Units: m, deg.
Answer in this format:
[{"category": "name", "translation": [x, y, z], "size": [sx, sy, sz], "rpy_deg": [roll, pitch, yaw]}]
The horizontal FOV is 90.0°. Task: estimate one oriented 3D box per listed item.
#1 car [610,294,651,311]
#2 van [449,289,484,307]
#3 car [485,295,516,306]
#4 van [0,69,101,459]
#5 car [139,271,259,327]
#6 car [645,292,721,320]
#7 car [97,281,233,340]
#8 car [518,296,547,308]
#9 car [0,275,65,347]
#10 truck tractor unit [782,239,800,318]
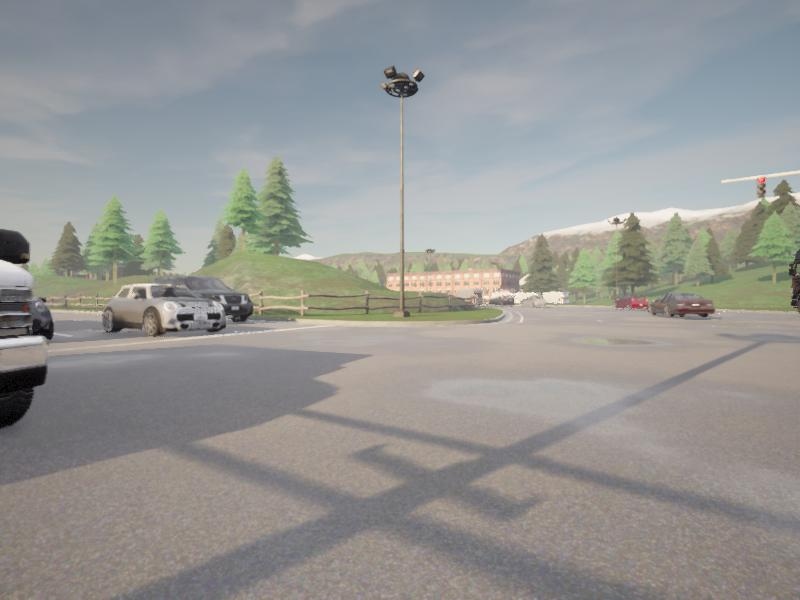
[{"category": "car", "translation": [22.404, 0.218, 39.047], "size": [1.845, 1.501, 3.633], "rpy_deg": [1, 0, -1]}, {"category": "van", "translation": [10.011, -0.283, 61.135], "size": [1.988, 2.561, 5.915], "rpy_deg": [2, -1, -29]}, {"category": "car", "translation": [16.185, 0.148, 64.360], "size": [2.242, 1.667, 4.611], "rpy_deg": [1, 0, -30]}, {"category": "van", "translation": [-5.652, -0.220, 3.230], "size": [6.366, 2.431, 2.351], "rpy_deg": [0, 0, 24]}, {"category": "car", "translation": [-8.706, -0.030, 17.121], "size": [5.566, 2.045, 2.150], "rpy_deg": [0, 0, 34]}, {"category": "car", "translation": [15.986, 0.288, 22.990], "size": [2.033, 1.411, 5.357], "rpy_deg": [0, 0, 17]}, {"category": "car", "translation": [-7.001, 0.256, 11.878], "size": [3.806, 1.475, 1.970], "rpy_deg": [0, 0, 32]}, {"category": "car", "translation": [17.345, 0.219, 52.347], "size": [1.845, 1.501, 3.633], "rpy_deg": [1, 0, -16]}, {"category": "car", "translation": [-9.822, 0.229, 9.514], "size": [3.633, 1.501, 1.845], "rpy_deg": [0, 0, 32]}, {"category": "truck tractor unit", "translation": [22.034, -1.129, 19.024], "size": [3.053, 4.208, 6.516], "rpy_deg": [0, 0, 18]}]
